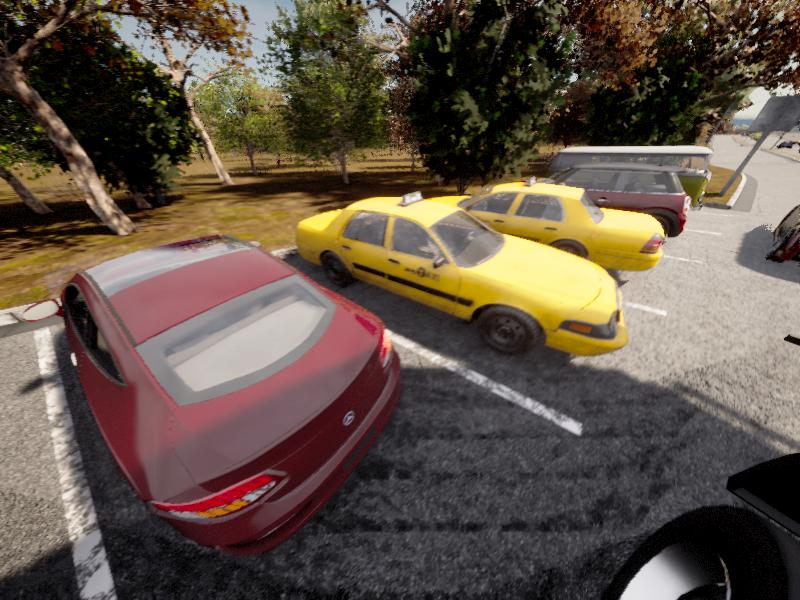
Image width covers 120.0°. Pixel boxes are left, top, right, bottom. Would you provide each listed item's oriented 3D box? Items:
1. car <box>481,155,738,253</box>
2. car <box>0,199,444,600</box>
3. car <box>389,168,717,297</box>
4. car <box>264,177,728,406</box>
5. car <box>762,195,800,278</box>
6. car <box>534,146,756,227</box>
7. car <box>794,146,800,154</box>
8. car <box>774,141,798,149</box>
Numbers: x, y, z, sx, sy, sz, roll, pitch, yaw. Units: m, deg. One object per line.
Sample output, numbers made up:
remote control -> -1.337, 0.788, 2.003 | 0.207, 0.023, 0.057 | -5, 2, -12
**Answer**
car -> 5.090, -3.035, 6.642 | 4.553, 1.767, 2.185 | 21, 40, 28
car -> -2.156, 0.097, 2.539 | 4.674, 1.452, 2.002 | 21, 40, 29
car -> 2.514, -1.993, 5.400 | 5.366, 1.575, 1.946 | 21, 40, 28
car -> 0.414, -0.878, 3.825 | 5.366, 1.575, 1.946 | 21, 40, 28
car -> 9.736, -1.463, 4.719 | 4.181, 1.385, 1.994 | -23, 41, -29
car -> 7.546, -4.113, 7.977 | 4.442, 1.987, 1.878 | 20, 40, 28
car -> 65.330, -23.972, 36.477 | 5.357, 1.411, 2.033 | -29, 44, -34
car -> 83.926, -33.799, 50.320 | 4.193, 1.474, 1.816 | -27, 43, -33
